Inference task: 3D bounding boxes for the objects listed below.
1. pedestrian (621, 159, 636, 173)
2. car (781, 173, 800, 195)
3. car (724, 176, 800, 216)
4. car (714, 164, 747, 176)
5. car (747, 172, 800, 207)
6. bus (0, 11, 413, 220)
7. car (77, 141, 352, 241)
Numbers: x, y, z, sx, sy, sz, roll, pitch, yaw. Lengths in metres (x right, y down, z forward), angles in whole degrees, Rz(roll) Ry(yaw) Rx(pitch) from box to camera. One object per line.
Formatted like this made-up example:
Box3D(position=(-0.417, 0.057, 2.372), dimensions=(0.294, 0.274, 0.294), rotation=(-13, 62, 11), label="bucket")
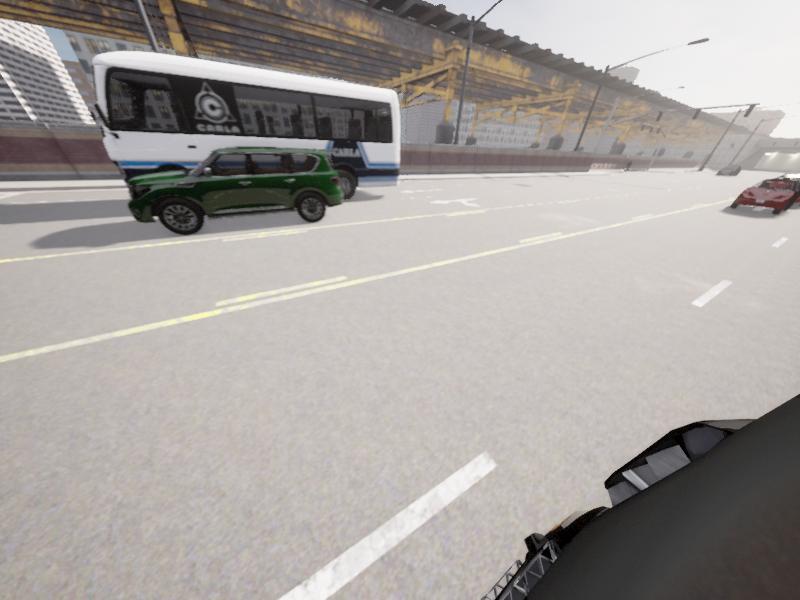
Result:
Box3D(position=(36.495, -21.392, 36.872), dimensions=(0.751, 1.860, 0.751), rotation=(-16, 38, -25), label="pedestrian")
Box3D(position=(36.750, -10.290, 20.507), dimensions=(4.902, 1.511, 2.128), rotation=(-15, 38, -25), label="car")
Box3D(position=(19.928, -5.659, 12.407), dimensions=(3.633, 1.501, 1.845), rotation=(-15, 37, -25), label="car")
Box3D(position=(58.784, -23.049, 41.063), dimensions=(4.856, 1.649, 2.033), rotation=(-15, 38, -25), label="car")
Box3D(position=(26.076, -7.412, 15.327), dimensions=(4.611, 1.667, 2.242), rotation=(-16, 38, -25), label="car")
Box3D(position=(-4.998, -6.464, 9.529), dimensions=(10.273, 4.253, 3.944), rotation=(-15, 38, -25), label="bus")
Box3D(position=(-4.594, -3.533, 7.133), dimensions=(5.566, 2.045, 2.150), rotation=(-15, 37, -25), label="car")
